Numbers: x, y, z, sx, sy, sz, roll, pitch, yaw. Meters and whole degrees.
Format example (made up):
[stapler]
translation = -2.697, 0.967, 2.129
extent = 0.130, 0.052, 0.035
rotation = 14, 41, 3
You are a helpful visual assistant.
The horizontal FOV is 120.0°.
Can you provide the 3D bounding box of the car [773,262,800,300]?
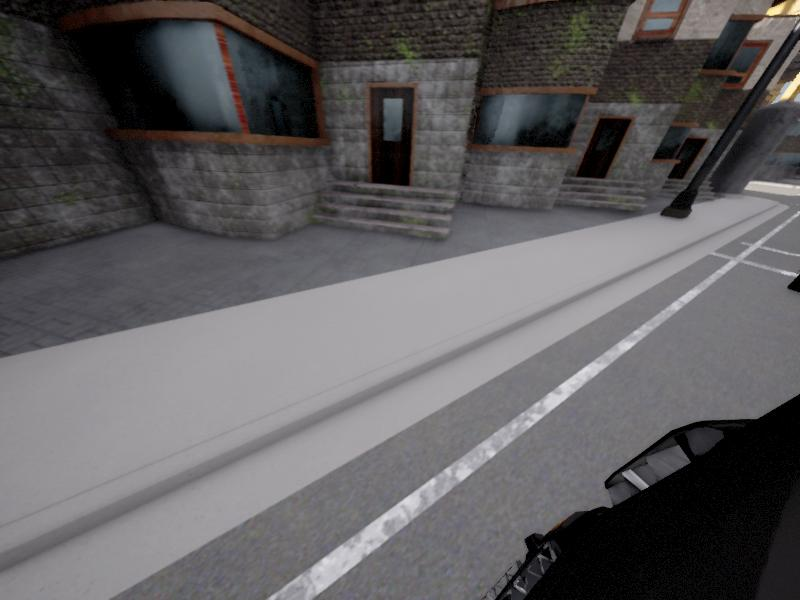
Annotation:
[car]
translation = 9.814, -0.738, 4.409
extent = 3.806, 1.475, 1.970
rotation = -15, 37, -25
